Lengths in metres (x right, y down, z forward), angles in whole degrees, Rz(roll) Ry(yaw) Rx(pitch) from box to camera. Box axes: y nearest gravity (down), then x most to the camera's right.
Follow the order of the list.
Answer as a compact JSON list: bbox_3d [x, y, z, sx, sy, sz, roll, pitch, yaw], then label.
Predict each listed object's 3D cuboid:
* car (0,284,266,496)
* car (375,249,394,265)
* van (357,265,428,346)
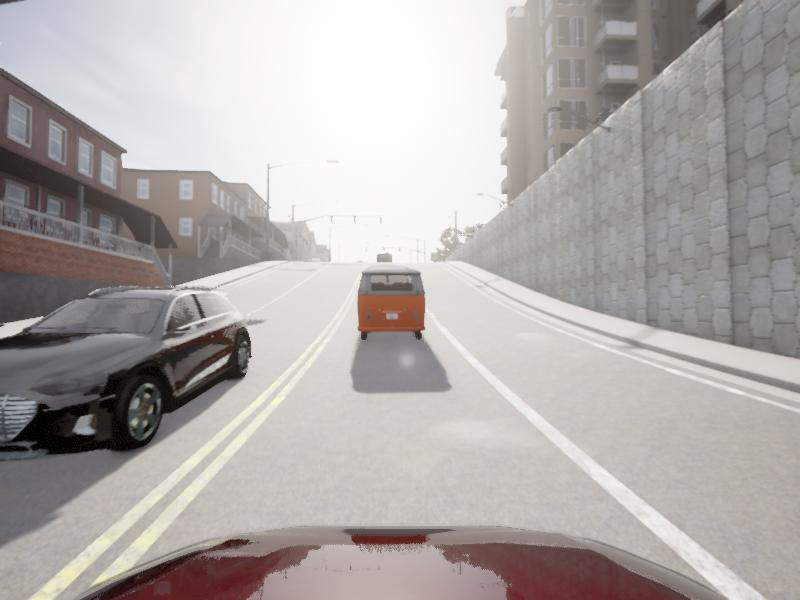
[{"bbox_3d":[-3.610,0.625,5.563,2.033,1.649,4.856,0,3,-2],"label":"car"},{"bbox_3d":[-1.837,-5.049,47.328,2.128,1.511,4.902,0,3,-2],"label":"car"},{"bbox_3d":[-0.321,-0.058,12.303,1.775,1.987,4.442,0,6,-3],"label":"van"}]
